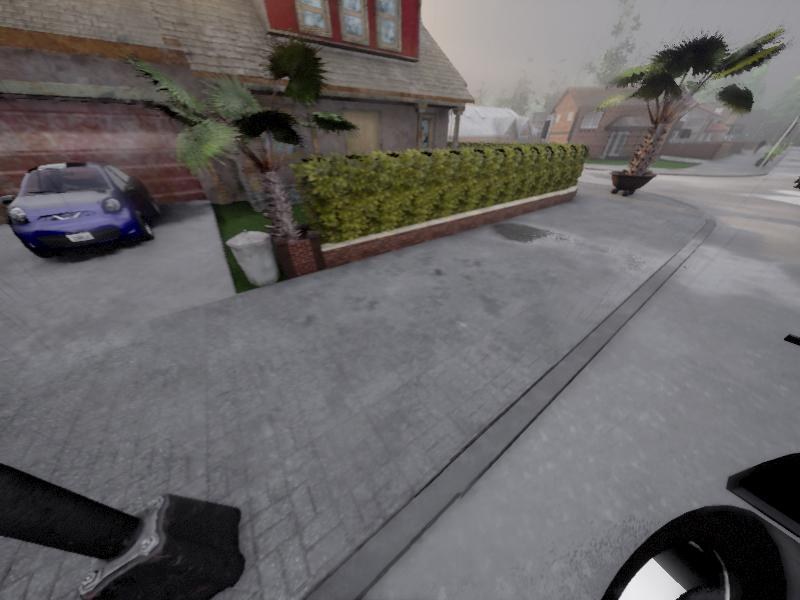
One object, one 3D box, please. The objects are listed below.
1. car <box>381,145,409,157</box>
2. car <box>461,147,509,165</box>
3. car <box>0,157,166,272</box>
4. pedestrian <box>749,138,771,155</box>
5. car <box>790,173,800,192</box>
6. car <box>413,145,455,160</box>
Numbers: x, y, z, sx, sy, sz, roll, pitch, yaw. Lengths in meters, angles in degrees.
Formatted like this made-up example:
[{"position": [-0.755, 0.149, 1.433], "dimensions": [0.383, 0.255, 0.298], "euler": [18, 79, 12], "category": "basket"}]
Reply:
[{"position": [-0.871, -22.677, 34.999], "dimensions": [1.895, 1.301, 4.718], "euler": [-21, 40, -27], "category": "car"}, {"position": [8.685, -14.986, 23.950], "dimensions": [1.994, 1.385, 4.181], "euler": [-24, 42, -30], "category": "car"}, {"position": [-7.102, -2.268, 5.320], "dimensions": [1.845, 1.501, 3.633], "euler": [-24, 42, -30], "category": "car"}, {"position": [48.907, -20.891, 31.414], "dimensions": [0.751, 1.860, 0.751], "euler": [-23, 41, -29], "category": "pedestrian"}, {"position": [21.967, -6.456, 11.511], "dimensions": [5.238, 1.638, 1.930], "euler": [-22, 41, -28], "category": "car"}, {"position": [4.178, -18.728, 29.272], "dimensions": [2.033, 1.411, 5.357], "euler": [-22, 41, -28], "category": "car"}]
